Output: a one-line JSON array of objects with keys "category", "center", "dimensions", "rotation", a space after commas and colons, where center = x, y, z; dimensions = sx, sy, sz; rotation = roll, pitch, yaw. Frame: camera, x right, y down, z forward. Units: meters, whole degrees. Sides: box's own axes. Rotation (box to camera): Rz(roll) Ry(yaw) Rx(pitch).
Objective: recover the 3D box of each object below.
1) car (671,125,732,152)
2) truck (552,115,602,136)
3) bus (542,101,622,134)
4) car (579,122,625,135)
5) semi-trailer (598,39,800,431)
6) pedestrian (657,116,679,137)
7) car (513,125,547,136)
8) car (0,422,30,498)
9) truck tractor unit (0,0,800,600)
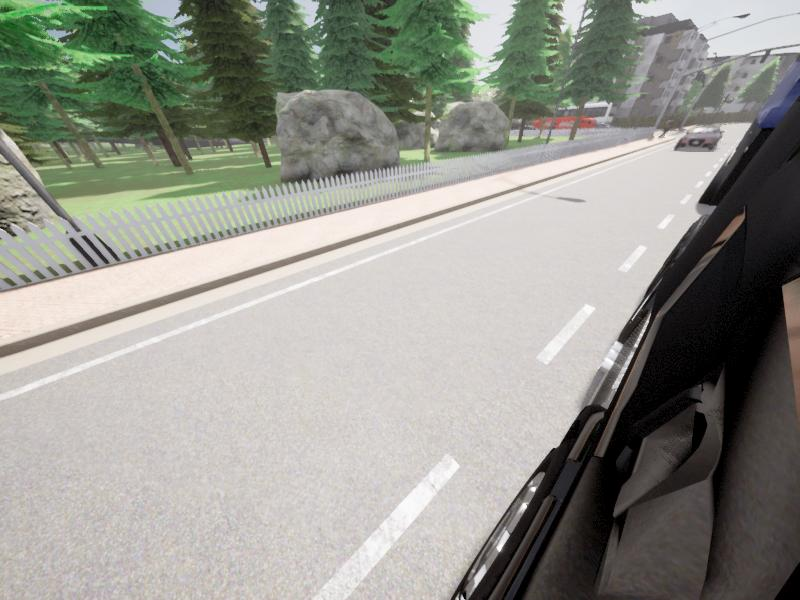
[{"category": "car", "center": [22.311, -11.983, 17.106], "dimensions": [4.181, 1.385, 1.994], "rotation": [-27, 43, -29]}, {"category": "truck", "center": [27.675, -27.353, 36.382], "dimensions": [2.627, 2.467, 5.204], "rotation": [-26, 43, -28]}, {"category": "bus", "center": [33.426, -33.916, 43.301], "dimensions": [3.944, 4.253, 10.273], "rotation": [-26, 43, -28]}, {"category": "car", "center": [31.962, -27.218, 36.734], "dimensions": [2.128, 1.511, 4.902], "rotation": [-26, 43, -28]}, {"category": "semi-trailer", "center": [8.707, -3.601, 4.217], "dimensions": [14.254, 4.402, 2.717], "rotation": [-28, 44, -30]}, {"category": "pedestrian", "center": [29.377, -19.004, 25.336], "dimensions": [0.751, 1.860, 0.751], "rotation": [-22, 41, -24]}, {"category": "car", "center": [23.188, -30.310, 41.430], "dimensions": [1.837, 1.490, 4.892], "rotation": [-26, 43, -28]}, {"category": "car", "center": [-4.473, 1.837, 0.127], "dimensions": [3.988, 1.617, 1.851], "rotation": [-27, 43, -29]}, {"category": "truck tractor unit", "center": [2.645, -0.295, 0.351], "dimensions": [6.516, 4.208, 3.053], "rotation": [-28, 44, -30]}]
